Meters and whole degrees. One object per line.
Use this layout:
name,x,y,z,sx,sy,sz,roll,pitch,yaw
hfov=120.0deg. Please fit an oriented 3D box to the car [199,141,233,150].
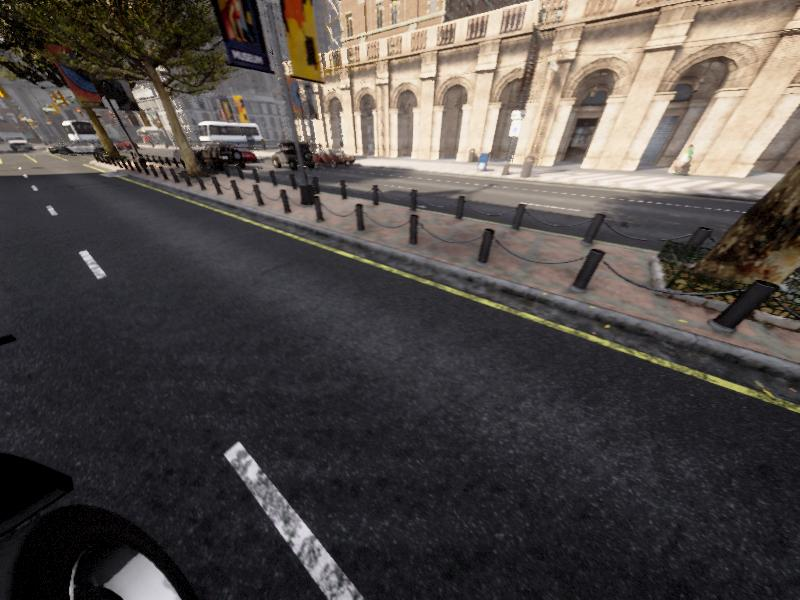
car,-35.351,-29.753,44.551,1.895,1.301,4.718,22,41,28

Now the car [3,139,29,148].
car,-76.350,-31.165,45.946,4.902,1.511,2.128,23,41,28

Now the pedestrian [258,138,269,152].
pedestrian,-21.590,-24.589,36.584,0.751,1.860,0.751,20,40,25

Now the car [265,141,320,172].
car,-8.702,-11.748,18.811,3.866,1.878,1.905,22,41,28

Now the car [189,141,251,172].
car,-14.488,-11.641,18.611,4.605,1.855,1.932,22,41,28

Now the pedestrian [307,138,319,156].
pedestrian,-11.044,-19.385,29.323,0.751,1.860,0.751,17,38,22

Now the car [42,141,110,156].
car,-42.768,-20.145,30.669,2.038,1.542,4.974,22,40,28

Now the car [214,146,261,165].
car,-16.398,-14.677,23.334,4.181,1.385,1.994,22,41,28

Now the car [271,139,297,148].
car,-27.113,-36.731,54.193,2.242,1.667,4.611,22,40,28

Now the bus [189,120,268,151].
bus,-31.213,-30.415,42.974,3.944,4.253,10.273,19,39,25

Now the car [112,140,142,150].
car,-50.662,-28.788,42.900,4.674,1.442,1.812,17,39,22

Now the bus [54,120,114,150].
bus,-58.689,-30.586,42.933,10.273,4.253,3.944,22,41,28

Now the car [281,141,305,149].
car,-22.745,-33.189,49.391,1.816,1.474,4.193,22,41,28

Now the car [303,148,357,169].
car,-6.322,-12.823,20.865,4.718,1.301,1.895,22,41,28

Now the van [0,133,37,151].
van,-64.201,-26.544,38.731,6.366,2.431,2.351,22,41,28

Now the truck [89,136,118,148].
truck,-65.673,-35.109,51.131,6.274,2.098,2.390,22,41,28

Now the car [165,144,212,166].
car,-19.978,-13.747,21.840,3.633,1.501,1.845,22,41,28

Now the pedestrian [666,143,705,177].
pedestrian,18.982,-9.344,15.411,0.751,1.860,0.751,22,41,28
